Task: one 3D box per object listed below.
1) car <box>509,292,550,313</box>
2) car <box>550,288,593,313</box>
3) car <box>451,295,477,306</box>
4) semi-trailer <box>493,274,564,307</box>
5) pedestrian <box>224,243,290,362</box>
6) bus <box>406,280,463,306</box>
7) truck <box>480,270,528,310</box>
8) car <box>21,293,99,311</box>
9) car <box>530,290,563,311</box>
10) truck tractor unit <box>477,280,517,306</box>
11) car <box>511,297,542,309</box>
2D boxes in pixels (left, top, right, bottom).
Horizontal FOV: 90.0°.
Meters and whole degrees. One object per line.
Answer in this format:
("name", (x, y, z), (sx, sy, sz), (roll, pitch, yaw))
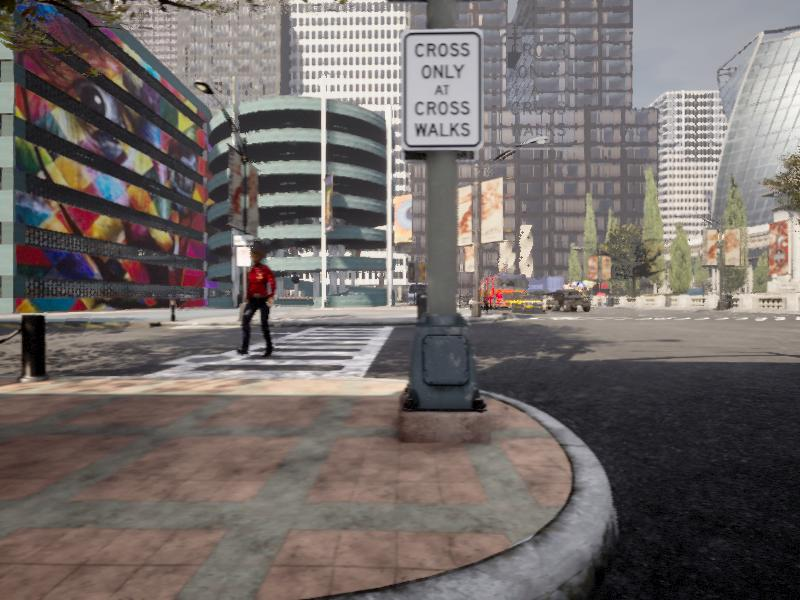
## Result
("car", (10.546, 0.203, 32.982), (1.801, 1.575, 5.366), (0, 0, 1))
("car", (14.035, 0.045, 32.987), (1.905, 1.878, 3.866), (0, 0, 1))
("car", (11.094, 0.061, 69.551), (1.932, 1.855, 4.605), (1, 0, -32))
("semi-trailer", (18.747, -1.220, 60.129), (2.717, 4.402, 14.254), (1, 0, -16))
("pedestrian", (-2.373, 0.041, 6.699), (0.751, 1.860, 0.751), (0, 0, 12))
("bus", (5.963, -1.120, 71.207), (3.944, 4.253, 10.273), (1, -1, -41))
("truck", (10.746, -0.918, 42.244), (2.891, 3.827, 8.468), (0, 0, 0))
("car", (-29.058, 0.142, 34.285), (4.902, 1.511, 2.128), (0, 0, 1))
("car", (14.155, 0.046, 38.870), (1.905, 1.878, 3.866), (0, 0, 1))
("truck tractor unit", (16.210, -1.110, 67.599), (3.053, 4.208, 6.516), (0, 0, -27))
("car", (14.206, 0.346, 45.186), (1.895, 1.301, 4.718), (0, 0, -1))
